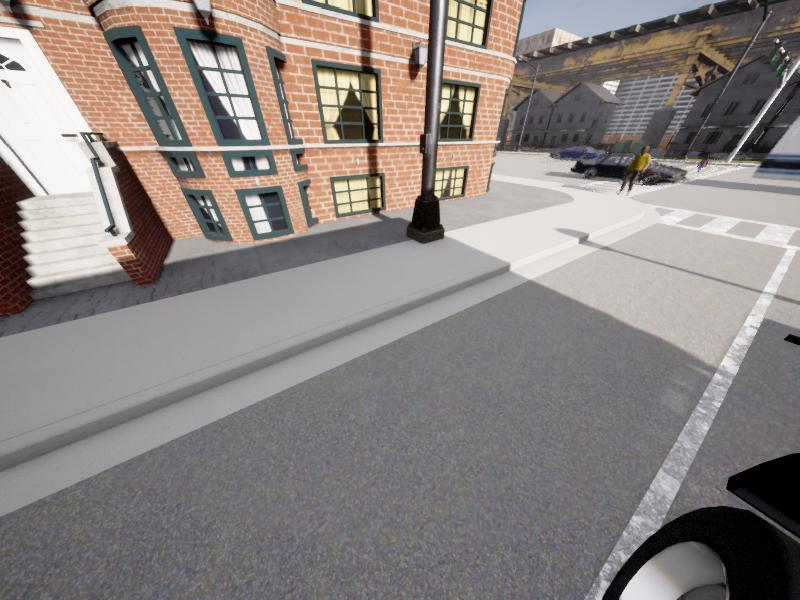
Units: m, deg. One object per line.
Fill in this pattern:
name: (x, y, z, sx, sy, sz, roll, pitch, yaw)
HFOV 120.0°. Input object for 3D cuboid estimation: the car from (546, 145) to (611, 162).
car: (20.221, -16.832, 26.460, 2.033, 1.411, 5.357, -20, 40, -26)

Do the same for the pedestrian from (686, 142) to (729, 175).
pedestrian: (21.222, -9.769, 15.980, 0.751, 1.860, 0.751, 1, 35, 2)

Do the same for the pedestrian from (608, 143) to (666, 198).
pedestrian: (9.611, -5.298, 9.448, 0.751, 1.860, 0.751, -16, 38, -21)

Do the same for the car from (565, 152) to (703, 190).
car: (13.406, -7.874, 13.791, 2.033, 1.411, 5.357, -20, 40, -25)

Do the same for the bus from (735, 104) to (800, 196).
bus: (21.547, -5.498, 7.882, 3.944, 4.253, 10.273, -20, 40, -26)
